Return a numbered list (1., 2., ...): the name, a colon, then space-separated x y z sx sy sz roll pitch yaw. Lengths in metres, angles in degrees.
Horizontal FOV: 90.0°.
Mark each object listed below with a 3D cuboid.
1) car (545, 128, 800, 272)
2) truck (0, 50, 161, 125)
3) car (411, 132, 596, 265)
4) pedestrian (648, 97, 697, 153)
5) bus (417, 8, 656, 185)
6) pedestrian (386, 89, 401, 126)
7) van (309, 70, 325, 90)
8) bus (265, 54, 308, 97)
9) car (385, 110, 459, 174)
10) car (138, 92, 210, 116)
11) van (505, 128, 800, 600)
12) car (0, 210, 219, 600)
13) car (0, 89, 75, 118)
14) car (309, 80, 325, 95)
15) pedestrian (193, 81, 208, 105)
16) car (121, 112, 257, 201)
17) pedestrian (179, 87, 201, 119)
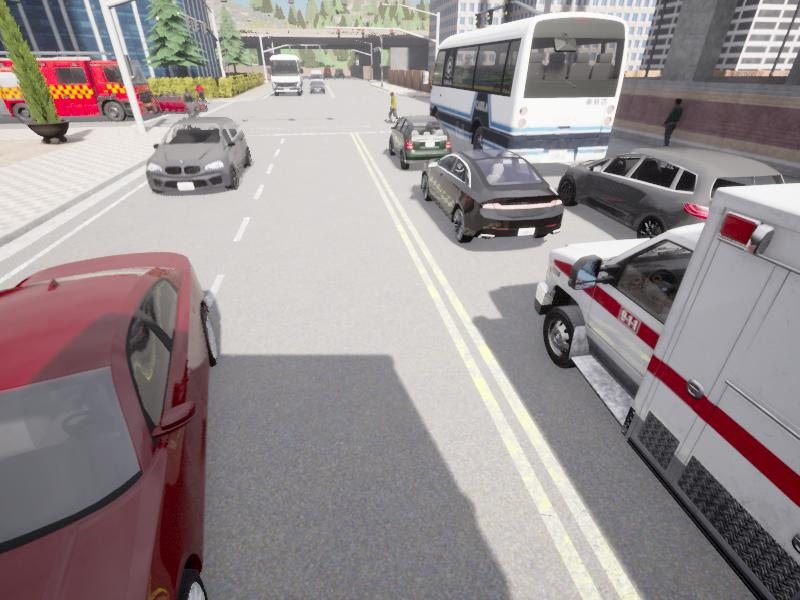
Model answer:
1. car: 5.413 -2.438 8.534 2.242 1.667 4.611 -5 31 -9
2. truck: -20.564 -13.300 25.027 8.468 3.827 2.891 -5 31 -8
3. car: 1.779 -2.581 8.940 2.128 1.511 4.902 -5 31 -9
4. pedestrian: 10.271 -6.610 15.136 0.751 1.860 0.751 -5 31 -8
5. bus: 3.724 -7.941 15.399 3.944 4.253 10.273 -5 31 -9
6. pedestrian: -0.378 -11.334 23.539 0.751 1.860 0.751 -7 31 -11
7. van: -12.794 -33.864 61.514 1.988 2.561 5.915 -5 31 -9
8. bus: -13.851 -27.979 49.737 3.944 4.253 10.273 -5 31 -9
9. car: 0.643 -5.789 14.392 1.789 1.549 3.705 -5 31 -9
10. car: -16.626 -14.618 29.713 4.181 1.385 1.994 -8 31 -13
11. van: 3.128 0.796 2.247 2.351 2.431 6.366 -5 31 -9
12. car: -2.540 0.894 2.978 1.882 1.535 5.008 -11 32 -18
13. car: -26.286 -13.640 27.780 5.238 1.638 1.930 -6 31 -9
14. car: -10.700 -27.575 51.826 1.812 1.442 4.674 -5 31 -9
15. pedestrian: -17.966 -18.620 36.034 0.751 1.860 0.751 -8 31 -14
16. car: -5.974 -4.536 12.138 2.242 1.667 4.611 -5 31 -8
17. pedestrian: -14.019 -13.174 26.705 0.751 1.860 0.751 -6 31 -10
